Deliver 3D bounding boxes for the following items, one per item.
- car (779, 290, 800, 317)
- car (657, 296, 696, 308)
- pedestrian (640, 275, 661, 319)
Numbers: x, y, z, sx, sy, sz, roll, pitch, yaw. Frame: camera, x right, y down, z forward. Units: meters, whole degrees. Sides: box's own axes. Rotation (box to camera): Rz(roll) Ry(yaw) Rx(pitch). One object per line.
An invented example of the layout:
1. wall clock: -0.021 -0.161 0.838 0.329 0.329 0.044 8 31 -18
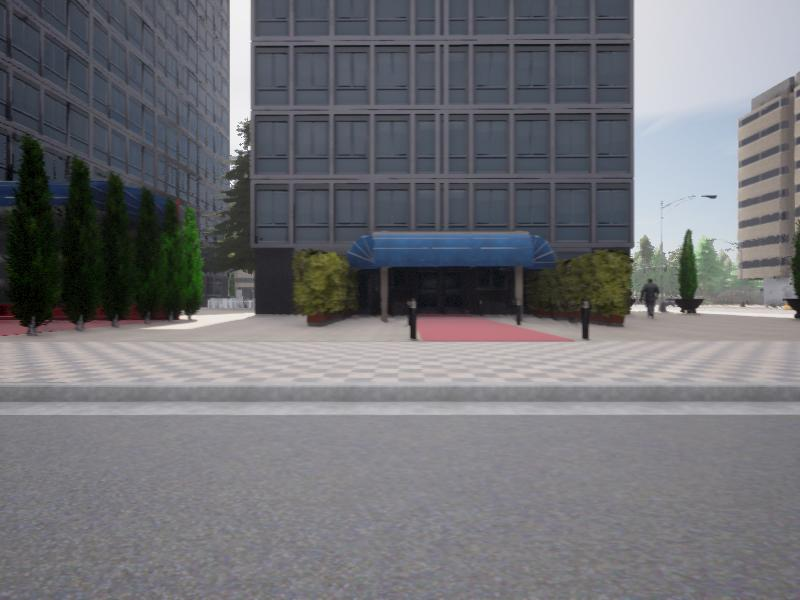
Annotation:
1. car: 24.584 0.191 22.361 1.801 1.575 5.366 0 0 1
2. car: 35.366 0.255 51.321 1.812 1.442 4.674 0 0 2
3. pedestrian: 10.952 -0.129 17.521 0.751 1.860 0.751 0 0 30
